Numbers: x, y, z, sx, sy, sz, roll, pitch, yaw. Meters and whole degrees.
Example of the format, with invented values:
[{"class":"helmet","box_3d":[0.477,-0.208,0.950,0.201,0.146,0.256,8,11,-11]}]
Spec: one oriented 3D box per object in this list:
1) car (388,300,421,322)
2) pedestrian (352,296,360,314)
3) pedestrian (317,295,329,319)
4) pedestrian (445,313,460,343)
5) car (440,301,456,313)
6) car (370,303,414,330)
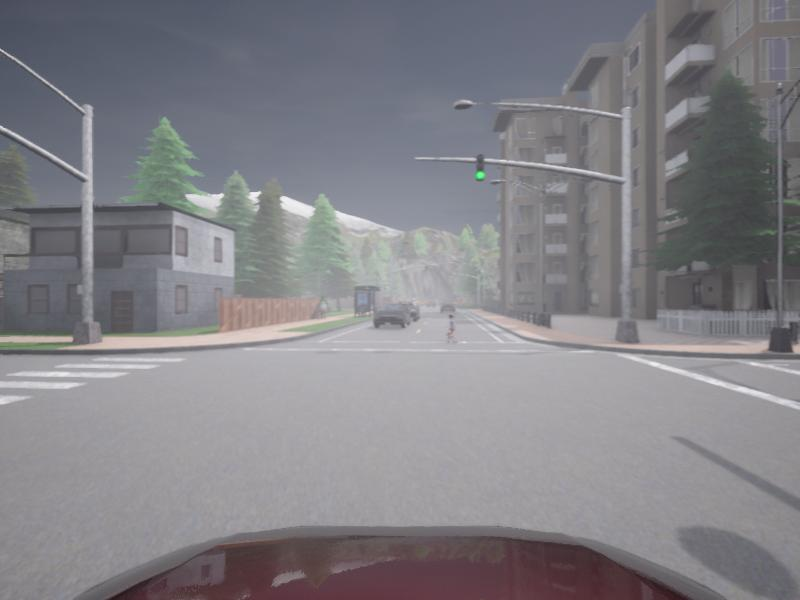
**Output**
[{"class":"car","box_3d":[0.441,0.817,31.881,2.152,1.651,5.027,0,0,6]},{"class":"pedestrian","box_3d":[-4.598,0.545,41.680,0.751,1.860,0.751,0,0,3]},{"class":"pedestrian","box_3d":[-5.906,0.535,30.640,0.751,1.860,0.751,0,0,6]},{"class":"pedestrian","box_3d":[1.945,1.030,14.898,0.500,1.100,0.500,0,0,-1]},{"class":"car","box_3d":[6.335,0.874,53.143,2.038,1.542,4.974,0,0,6]},{"class":"car","box_3d":[-0.365,0.925,24.656,2.033,1.411,5.357,0,0,6]}]
